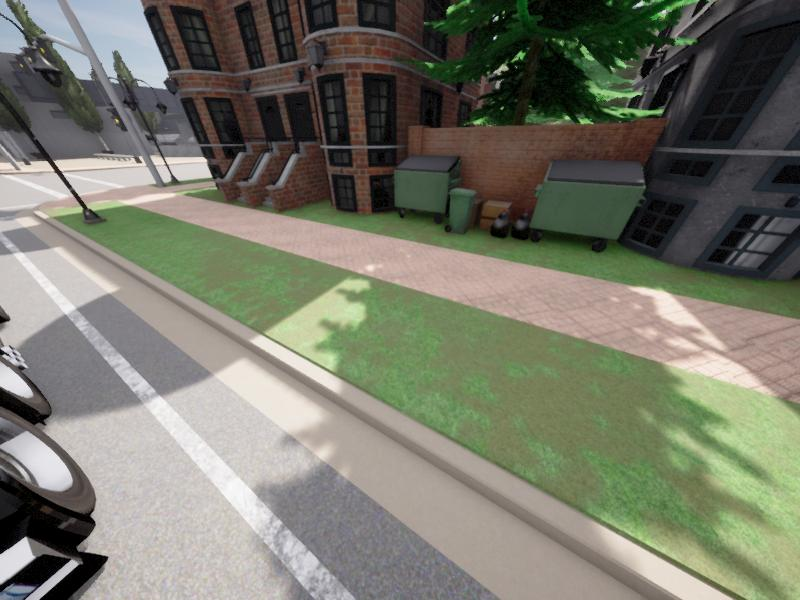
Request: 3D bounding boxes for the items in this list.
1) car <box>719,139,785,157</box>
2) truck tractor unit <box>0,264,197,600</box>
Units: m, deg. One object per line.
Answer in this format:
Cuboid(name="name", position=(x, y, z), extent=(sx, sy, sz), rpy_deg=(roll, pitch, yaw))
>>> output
Cuboid(name="car", position=(50.745, -22.125, 33.564), extent=(2.150, 2.045, 5.566), rpy_deg=(11, 36, 15))
Cuboid(name="truck tractor unit", position=(-5.114, -0.296, 0.785), extent=(6.516, 4.208, 3.053), rpy_deg=(18, 39, 24))
